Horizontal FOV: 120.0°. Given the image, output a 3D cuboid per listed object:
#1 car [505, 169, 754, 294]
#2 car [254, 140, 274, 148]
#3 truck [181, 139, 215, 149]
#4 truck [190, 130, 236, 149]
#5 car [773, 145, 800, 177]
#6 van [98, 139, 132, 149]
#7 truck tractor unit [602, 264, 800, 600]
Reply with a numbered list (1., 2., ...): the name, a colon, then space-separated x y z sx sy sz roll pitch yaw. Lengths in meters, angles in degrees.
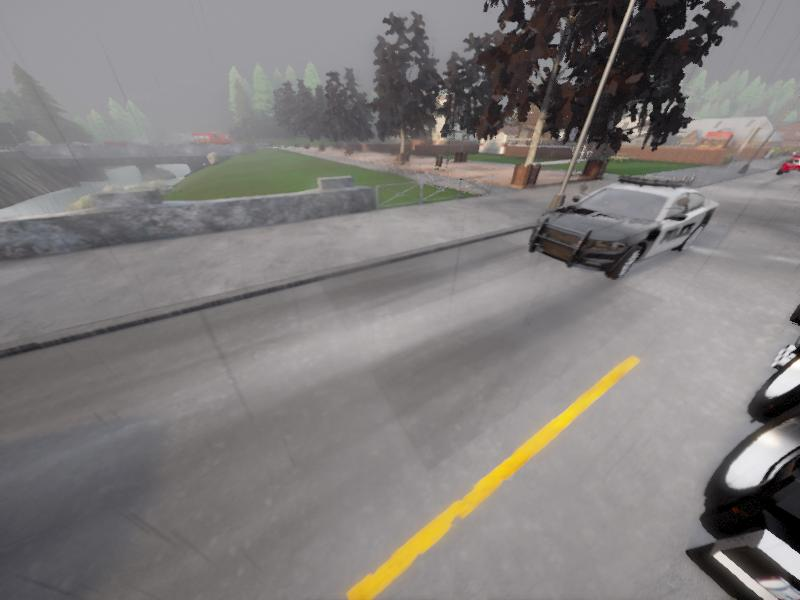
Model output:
1. car: 5.307 -1.953 5.423 5.238 1.638 1.930 -16 38 -23
2. car: -40.705 -46.691 69.113 4.605 1.855 1.932 -18 39 -24
3. truck: -54.446 -42.308 62.493 6.274 2.098 2.390 -18 39 -24
4. truck: -48.947 -42.165 60.823 8.468 3.827 2.891 -18 39 -24
5. car: 33.548 -11.303 18.755 5.566 2.045 2.150 -18 39 -24
6. van: -68.677 -37.624 55.737 4.442 1.987 1.775 -18 39 -24
7. truck tractor unit: 5.113 -0.298 0.785 6.516 4.208 3.053 -18 39 -24
